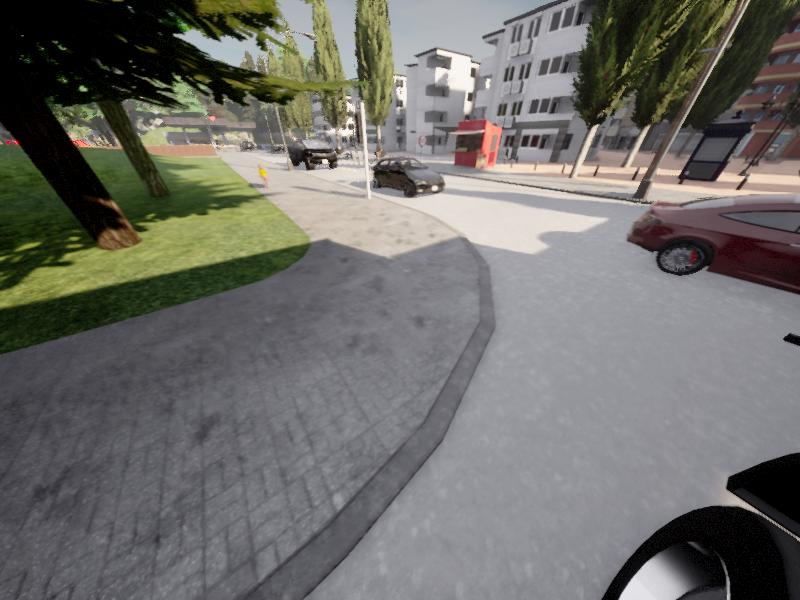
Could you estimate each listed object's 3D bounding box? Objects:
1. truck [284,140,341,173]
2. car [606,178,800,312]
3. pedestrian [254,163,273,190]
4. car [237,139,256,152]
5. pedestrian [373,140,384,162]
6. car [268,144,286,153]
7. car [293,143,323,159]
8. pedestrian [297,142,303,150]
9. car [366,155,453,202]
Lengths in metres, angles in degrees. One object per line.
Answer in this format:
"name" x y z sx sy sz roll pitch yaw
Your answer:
"truck" -7.698 -12.588 19.993 2.390 2.098 6.274 -23 41 -28
"car" 6.810 -0.809 3.740 1.812 1.442 4.674 -23 41 -28
"pedestrian" -6.731 -6.074 11.397 0.500 1.100 0.500 -19 39 -24
"car" -31.077 -31.302 46.777 2.152 1.651 5.027 -26 35 -31
"pedestrian" -2.200 -15.206 23.639 0.751 1.860 0.751 21 40 27
"car" -23.186 -28.532 43.422 1.895 1.301 4.718 -23 41 -28
"car" -12.454 -20.132 31.123 1.930 1.638 5.238 -23 41 -28
"pedestrian" -21.545 -33.168 49.753 0.751 1.300 0.751 -29 44 -34
"car" 0.269 -6.013 11.145 1.816 1.474 4.193 -23 41 -28
